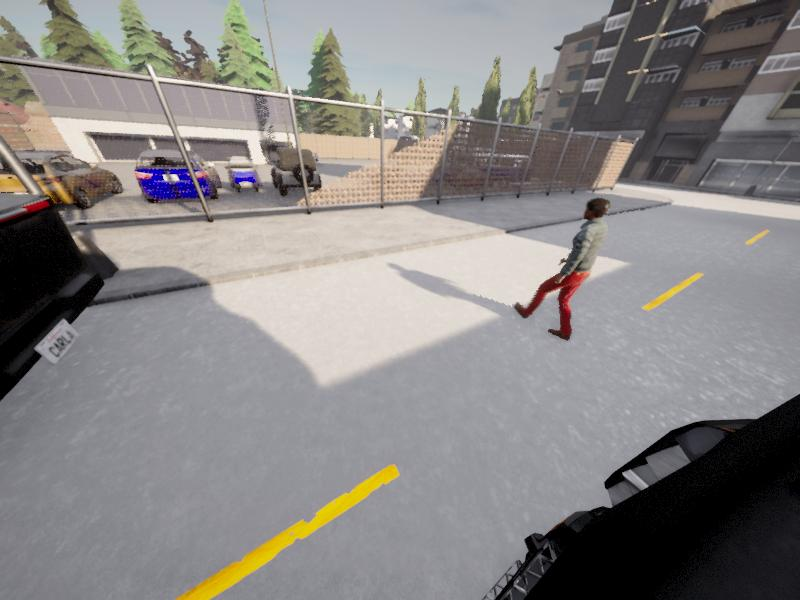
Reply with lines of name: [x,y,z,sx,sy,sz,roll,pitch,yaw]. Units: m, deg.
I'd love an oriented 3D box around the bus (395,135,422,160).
bus: [2.122,-33.976,51.499,3.944,4.253,10.273,7,35,10]

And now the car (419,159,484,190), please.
car: [3.366,-8.269,15.170,3.705,1.547,1.789,-16,38,-26]

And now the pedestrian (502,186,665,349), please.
pedestrian: [2.147,-0.388,2.990,0.751,1.860,0.751,-13,37,-23]

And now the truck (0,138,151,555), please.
truck: [-5.543,0.800,0.416,6.274,2.098,2.390,-16,38,-26]
